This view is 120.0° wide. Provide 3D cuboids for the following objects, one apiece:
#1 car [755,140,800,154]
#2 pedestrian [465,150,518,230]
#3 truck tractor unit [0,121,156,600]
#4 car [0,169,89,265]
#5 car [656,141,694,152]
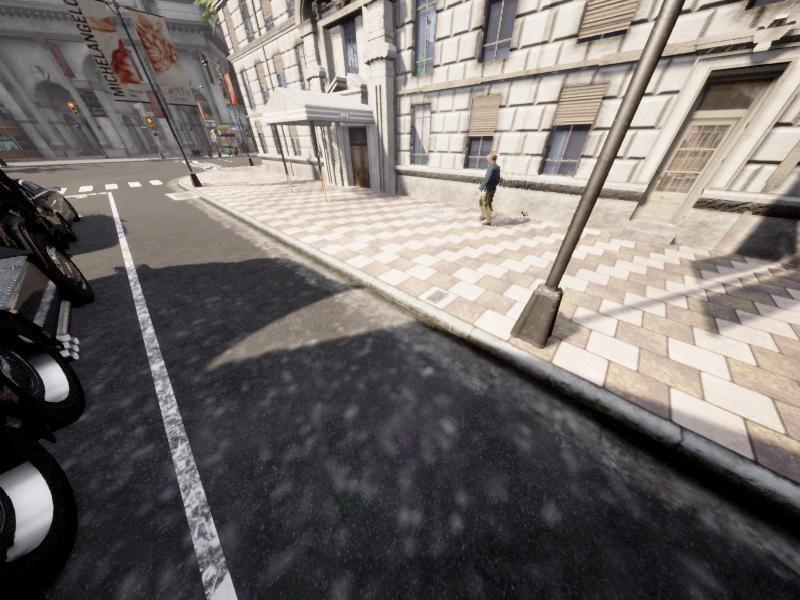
[{"bbox_3d":[63.813,-25.482,38.427,1.932,1.855,4.605,-12,37,-16],"label":"car"},{"bbox_3d":[2.462,-3.029,6.386,0.751,1.860,0.751,-30,44,-35],"label":"pedestrian"},{"bbox_3d":[-4.848,-0.504,1.069,6.516,4.208,3.053,28,44,34],"label":"truck tractor unit"},{"bbox_3d":[-10.634,-2.441,6.256,4.902,1.511,2.128,28,44,34],"label":"car"},{"bbox_3d":[55.731,-31.345,46.978,4.553,1.767,2.097,28,44,34],"label":"car"}]
